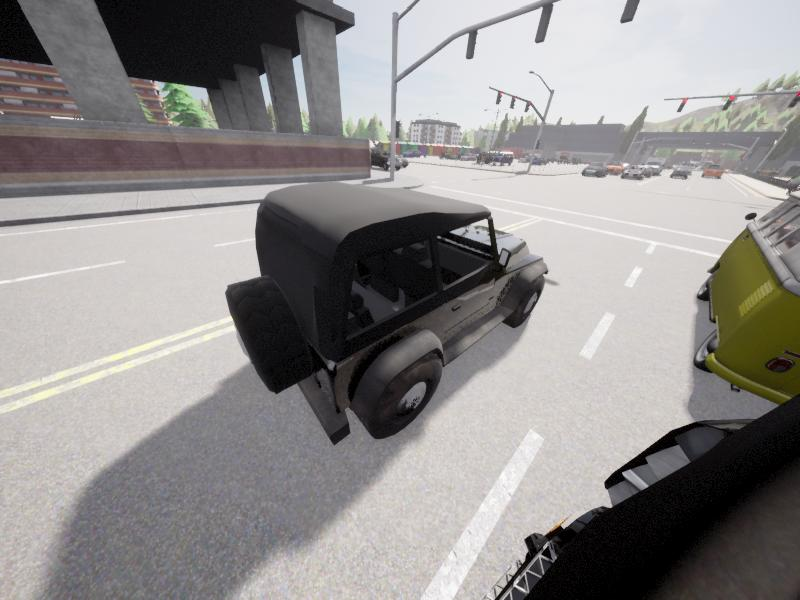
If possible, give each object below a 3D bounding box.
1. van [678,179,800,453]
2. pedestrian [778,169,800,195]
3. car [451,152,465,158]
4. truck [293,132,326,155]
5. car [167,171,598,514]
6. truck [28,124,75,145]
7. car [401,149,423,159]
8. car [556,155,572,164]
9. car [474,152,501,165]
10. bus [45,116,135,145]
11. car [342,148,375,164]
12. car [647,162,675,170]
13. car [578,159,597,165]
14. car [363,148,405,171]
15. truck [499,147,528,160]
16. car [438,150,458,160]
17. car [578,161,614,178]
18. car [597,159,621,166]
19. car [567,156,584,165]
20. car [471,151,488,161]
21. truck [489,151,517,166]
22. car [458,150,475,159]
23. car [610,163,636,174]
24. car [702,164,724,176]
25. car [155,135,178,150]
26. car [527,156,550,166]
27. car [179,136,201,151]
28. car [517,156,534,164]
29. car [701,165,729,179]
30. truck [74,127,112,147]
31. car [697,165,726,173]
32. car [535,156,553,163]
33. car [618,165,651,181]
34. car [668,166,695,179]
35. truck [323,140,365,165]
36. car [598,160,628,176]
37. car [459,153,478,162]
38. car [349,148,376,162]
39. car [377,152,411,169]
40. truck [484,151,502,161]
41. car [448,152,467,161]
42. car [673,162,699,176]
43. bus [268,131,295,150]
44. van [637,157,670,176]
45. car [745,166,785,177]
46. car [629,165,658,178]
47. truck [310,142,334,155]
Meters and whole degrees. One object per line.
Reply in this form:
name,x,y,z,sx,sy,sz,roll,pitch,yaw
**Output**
van,5.427,-0.146,2.781,4.442,1.987,1.775,-24,42,-35
pedestrian,33.078,-9.827,19.257,0.751,1.860,0.751,-25,42,-35
car,16.880,-42.144,67.130,3.905,1.438,1.784,-24,42,-35
truck,-19.125,-33.070,48.772,2.891,3.827,8.468,-25,42,-35
car,0.275,-0.350,2.783,3.866,1.878,1.905,-24,42,-35
truck,-54.987,-26.147,36.662,2.615,2.467,5.204,-24,42,-35
car,2.692,-33.639,53.167,4.611,1.667,2.242,-24,42,-35
car,44.851,-38.365,63.177,3.866,1.878,1.905,-24,42,-35
car,15.568,-25.146,41.037,4.605,1.855,1.932,-24,42,-35
bus,-65.298,-36.015,49.419,10.273,4.253,3.944,-24,42,-35
car,-5.933,-20.546,32.874,1.930,1.638,5.238,-25,42,-35
car,72.667,-37.430,64.361,2.033,1.649,4.856,-25,42,-35
car,57.006,-41.893,70.130,1.970,1.475,3.806,-24,42,-34
car,-1.825,-15.033,24.668,1.932,1.855,4.605,-25,42,-35
truck,41.490,-53.771,84.645,2.891,3.827,8.468,-23,41,-33
car,11.091,-33.495,53.279,4.605,1.855,1.932,-24,42,-35
car,24.964,-16.612,29.399,4.856,1.649,2.033,-24,42,-35
car,64.746,-42.653,71.681,2.038,1.542,4.974,-24,42,-34
car,46.717,-37.079,61.376,4.605,1.855,1.932,-24,42,-35
car,19.418,-35.276,56.598,3.866,1.878,1.905,-24,42,-35
truck,17.531,-23.979,39.255,4.478,2.038,2.069,-24,42,-35
car,18.749,-41.027,65.207,4.605,1.855,1.932,-24,42,-35
car,37.945,-22.445,39.302,4.792,1.488,2.163,-24,42,-35
car,63.705,-26.549,47.084,3.866,1.878,1.905,-24,42,-35
car,-37.490,-25.263,37.124,1.905,1.878,3.866,-24,42,-35
car,28.812,-28.856,47.938,4.611,1.667,2.242,-24,42,-35
car,-35.282,-26.259,38.793,1.905,1.878,3.866,-24,42,-35
car,29.937,-33.442,55.064,3.806,1.475,1.970,-24,42,-35
car,53.145,-21.723,39.087,4.553,1.767,2.097,-24,42,-35
truck,-51.752,-27.608,39.108,2.615,2.467,5.204,-24,42,-35
car,83.791,-35.395,62.236,1.882,1.535,5.008,10,34,11
car,38.214,-37.183,61.316,5.357,1.415,2.033,-24,42,-35
car,29.222,-15.902,28.786,3.806,1.475,1.970,-24,42,-35
car,43.393,-19.649,35.579,5.357,1.411,2.033,-25,43,-36
truck,-7.124,-18.773,29.361,2.627,2.467,5.204,-25,42,-35
car,32.225,-19.977,34.865,4.553,1.767,2.097,-24,42,-35
car,14.793,-30.863,50.031,3.806,1.475,1.970,-24,42,-35
car,-6.097,-23.521,37.437,1.882,1.535,5.008,-25,42,-35
car,-0.825,-17.119,28.247,1.816,1.474,4.193,-25,42,-35
truck,24.209,-37.520,60.165,4.478,2.038,2.069,-24,42,-35
car,12.888,-32.160,51.783,3.905,1.438,1.784,-24,42,-35
car,52.885,-24.283,42.697,5.566,2.045,2.150,-24,42,-35
bus,-34.889,-47.290,68.614,3.944,4.253,10.273,-4,34,-10
van,41.806,-22.002,38.071,6.366,2.431,2.351,-24,42,-35
car,87.315,-30.853,55.352,1.932,1.855,4.605,-25,42,-35
car,35.226,-18.584,33.379,4.181,1.385,1.994,-24,42,-35
truck,-17.670,-34.235,52.198,2.390,2.098,6.274,-24,42,-34
